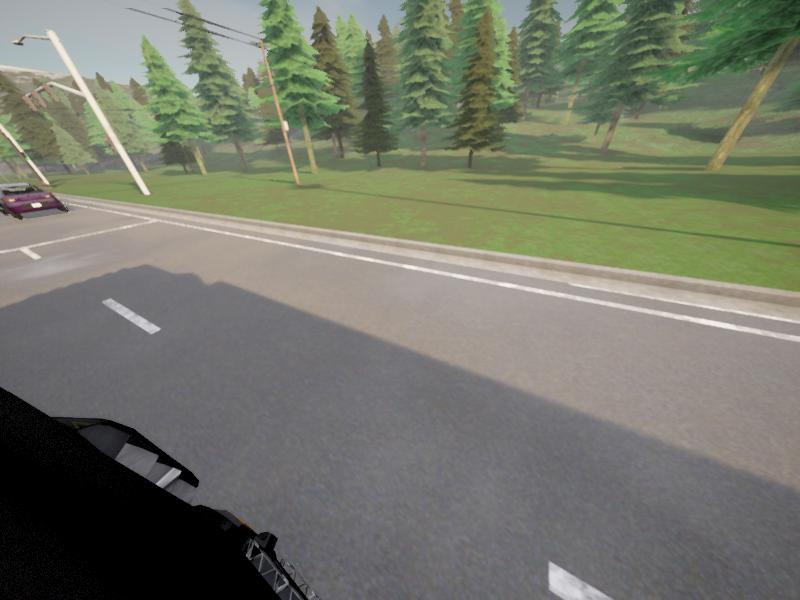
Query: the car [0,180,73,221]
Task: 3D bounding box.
[{"bbox_3d":[-19.875,-5.343,12.197,4.193,1.474,1.816,14,37,24],"label":"car"}]
